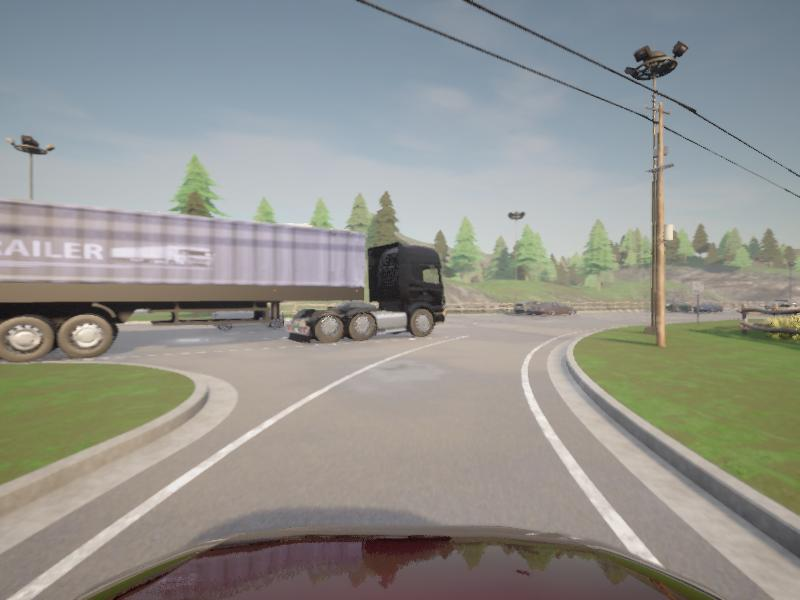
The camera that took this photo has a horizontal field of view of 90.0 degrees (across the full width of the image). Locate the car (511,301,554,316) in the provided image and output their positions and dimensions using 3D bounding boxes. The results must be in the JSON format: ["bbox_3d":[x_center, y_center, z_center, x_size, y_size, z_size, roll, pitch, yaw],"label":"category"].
[{"bbox_3d":[14.328,0.840,43.325,4.514,1.525,2.007,0,0,-32],"label":"car"}]

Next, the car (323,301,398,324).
[{"bbox_3d":[-2.763,0.818,28.543,5.008,1.535,1.882,0,0,-32],"label":"car"}]

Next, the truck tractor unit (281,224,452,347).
[{"bbox_3d":[-1.292,-0.521,16.815,6.516,4.208,3.053,0,0,-34],"label":"truck tractor unit"}]

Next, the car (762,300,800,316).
[{"bbox_3d":[42.176,0.810,44.189,5.238,1.638,1.930,0,0,-32],"label":"car"}]

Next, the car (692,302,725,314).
[{"bbox_3d":[38.916,0.944,50.407,4.181,1.385,1.994,0,0,-32],"label":"car"}]

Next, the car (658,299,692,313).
[{"bbox_3d":[36.496,0.728,53.024,4.553,1.767,2.097,0,0,-32],"label":"car"}]

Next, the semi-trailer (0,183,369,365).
[{"bbox_3d":[-7.904,-0.626,12.467,14.254,4.402,2.717,0,0,-33],"label":"semi-trailer"}]

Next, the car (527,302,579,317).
[{"bbox_3d":[15.210,0.907,39.749,5.357,1.411,2.033,0,0,-32],"label":"car"}]
